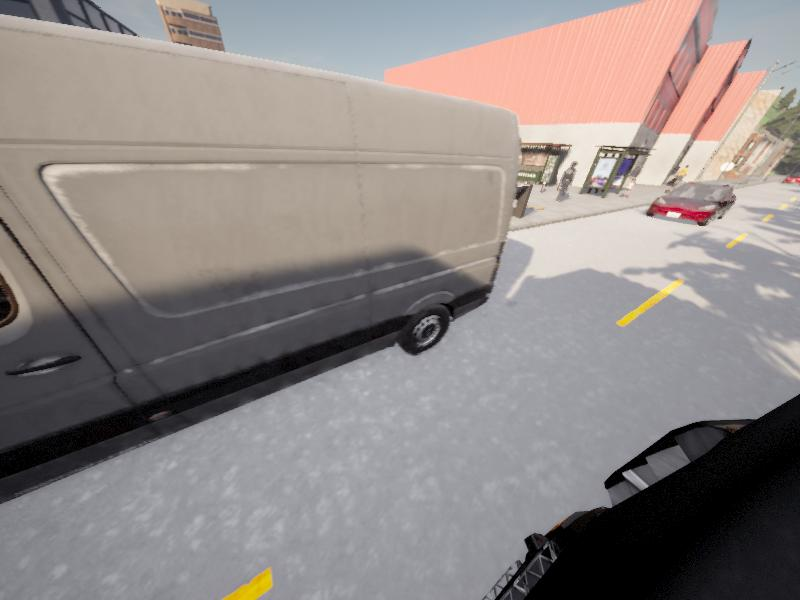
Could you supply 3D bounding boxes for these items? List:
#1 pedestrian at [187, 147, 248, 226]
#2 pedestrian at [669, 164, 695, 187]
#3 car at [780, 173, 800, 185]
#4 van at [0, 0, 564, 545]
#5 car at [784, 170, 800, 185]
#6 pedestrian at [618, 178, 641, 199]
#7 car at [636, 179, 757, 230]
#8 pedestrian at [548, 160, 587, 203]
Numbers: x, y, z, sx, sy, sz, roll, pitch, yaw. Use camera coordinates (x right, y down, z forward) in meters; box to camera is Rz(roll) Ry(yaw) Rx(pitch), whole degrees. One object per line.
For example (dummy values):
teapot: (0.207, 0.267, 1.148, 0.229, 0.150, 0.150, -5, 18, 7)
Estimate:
pedestrian: (-5.049, -3.173, 6.497, 0.751, 1.860, 0.751, -17, 39, -28)
pedestrian: (27.654, -12.202, 22.680, 0.751, 1.860, 0.751, -16, 38, -26)
car: (64.472, -19.759, 37.597, 4.514, 1.525, 2.007, -17, 38, -27)
van: (-1.596, -0.423, 2.177, 5.915, 2.561, 1.988, -17, 38, -27)
car: (73.147, -22.379, 42.183, 5.566, 2.045, 2.150, -17, 38, -27)
pedestrian: (14.202, -6.925, 14.325, 0.500, 1.100, 0.500, -20, 40, -31)
car: (13.437, -4.486, 10.477, 4.792, 1.488, 2.163, -17, 38, -27)
pedestrian: (8.533, -6.048, 11.854, 0.751, 1.860, 0.751, -14, 37, -23)
